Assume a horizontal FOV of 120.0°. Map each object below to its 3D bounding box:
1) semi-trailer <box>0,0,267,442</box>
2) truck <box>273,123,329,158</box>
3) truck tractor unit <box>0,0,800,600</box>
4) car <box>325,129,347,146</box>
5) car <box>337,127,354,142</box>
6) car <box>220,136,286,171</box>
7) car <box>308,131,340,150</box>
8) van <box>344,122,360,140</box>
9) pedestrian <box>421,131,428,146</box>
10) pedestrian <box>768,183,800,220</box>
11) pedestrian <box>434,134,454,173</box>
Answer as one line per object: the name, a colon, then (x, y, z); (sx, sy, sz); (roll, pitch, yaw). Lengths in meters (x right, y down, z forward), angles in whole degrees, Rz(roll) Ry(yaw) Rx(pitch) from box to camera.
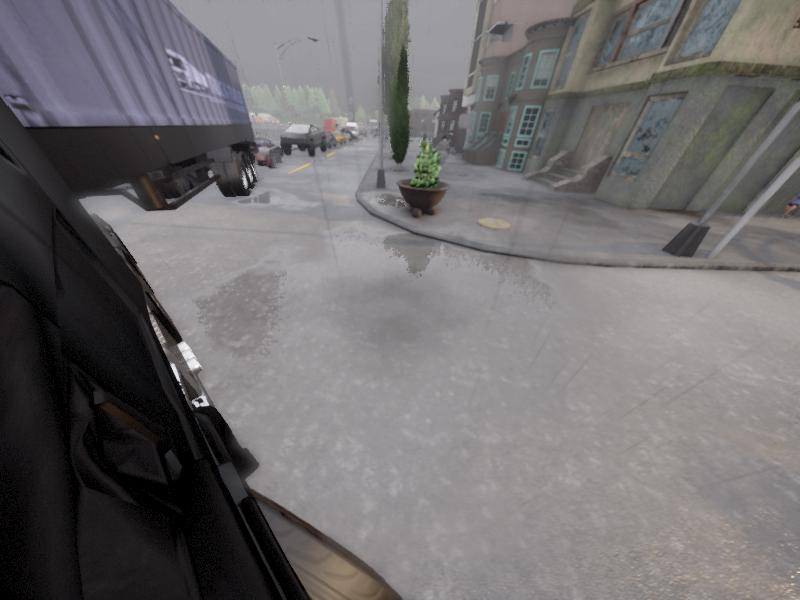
semi-trailer: (-6.136, -4.599, 5.715); (2.717, 4.402, 14.254); (-10, 39, -17)
truck: (-8.200, -13.989, 20.086); (2.390, 2.098, 6.274); (1, 37, -3)
truck tractor unit: (-2.645, -0.295, 0.352); (6.516, 4.208, 3.053); (28, 44, 30)
car: (-8.627, -22.327, 31.655); (1.801, 1.575, 5.366); (1, 37, -3)
car: (-8.851, -27.170, 37.875); (1.932, 1.855, 4.605); (1, 37, -3)
car: (-8.379, -8.743, 13.668); (1.994, 1.385, 4.181); (-5, 37, -10)
car: (-8.425, -18.110, 26.080); (2.128, 1.511, 4.902); (1, 37, -3)
van: (-9.063, -31.949, 43.708); (1.988, 2.561, 5.915); (1, 37, -3)
pedestrian: (3.670, -24.394, 34.864); (0.751, 1.860, 0.751); (-1, 37, -6)
pedestrian: (14.164, -3.475, 8.203); (0.500, 1.100, 0.500); (1, 37, -3)
pedestrian: (2.590, -8.724, 13.803); (0.751, 1.860, 0.751); (0, 37, -4)
